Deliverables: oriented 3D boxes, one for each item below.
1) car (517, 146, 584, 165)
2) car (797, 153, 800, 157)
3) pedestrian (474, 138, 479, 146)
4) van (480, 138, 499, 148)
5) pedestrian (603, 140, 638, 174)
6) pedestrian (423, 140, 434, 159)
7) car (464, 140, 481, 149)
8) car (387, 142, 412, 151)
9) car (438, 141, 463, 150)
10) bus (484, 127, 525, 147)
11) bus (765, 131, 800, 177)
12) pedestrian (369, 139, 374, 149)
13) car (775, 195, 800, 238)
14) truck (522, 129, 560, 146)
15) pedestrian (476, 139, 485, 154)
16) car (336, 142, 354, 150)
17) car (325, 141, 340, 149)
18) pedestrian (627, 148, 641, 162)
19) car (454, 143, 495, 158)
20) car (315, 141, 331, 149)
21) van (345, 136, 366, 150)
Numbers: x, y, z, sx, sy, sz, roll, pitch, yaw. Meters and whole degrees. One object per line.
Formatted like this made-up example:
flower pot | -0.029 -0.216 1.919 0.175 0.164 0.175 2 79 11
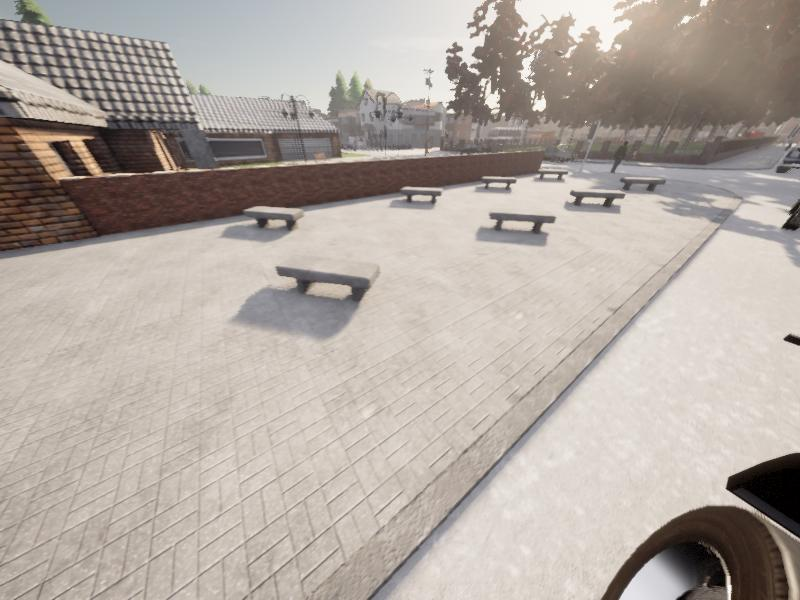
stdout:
car | 15.482 -15.209 24.132 2.033 1.411 5.357 -21 40 -27
car | 55.656 -20.097 30.885 5.238 1.638 1.930 -22 41 -28
pedestrian | 21.274 -43.915 64.141 0.751 1.860 0.751 22 41 28
van | 21.869 -38.369 56.402 4.442 1.987 1.775 -24 41 -29
pedestrian | 14.753 -9.585 15.521 0.751 1.860 0.751 -9 36 -11
pedestrian | 3.313 -17.550 26.926 0.751 1.860 0.751 26 43 32
car | 16.909 -36.212 53.780 3.633 1.501 1.845 -23 41 -29
car | -0.100 -32.381 48.696 4.718 1.301 1.895 -16 38 -21
car | 11.124 -33.967 50.765 5.357 1.411 2.033 -21 40 -27
bus | 28.475 -44.517 63.104 10.273 4.253 3.944 -18 39 -24
bus | 30.582 -11.078 15.668 10.273 4.253 3.944 -21 41 -26
pedestrian | -6.499 -35.700 52.768 0.751 1.860 0.751 -16 38 -21
car | 13.017 -2.758 6.258 4.611 1.667 2.242 -21 40 -27
truck | 41.164 -47.495 67.581 8.468 3.827 2.891 -4 36 -5
pedestrian | 12.304 -23.497 35.284 0.751 1.860 0.751 -23 41 -28
car | -12.130 -33.921 50.919 1.994 1.385 4.181 -22 41 -28
car | -16.199 -37.305 55.545 1.851 1.617 3.988 -22 41 -28
pedestrian | 23.151 -14.337 22.863 0.500 1.100 0.500 -22 41 -28
car | 9.774 -20.043 30.909 1.882 1.535 5.008 -22 41 -28
car | -19.967 -40.335 59.982 2.163 1.488 4.792 -22 41 -28
van | -10.222 -35.899 52.788 2.351 2.431 6.366 -20 40 -25
